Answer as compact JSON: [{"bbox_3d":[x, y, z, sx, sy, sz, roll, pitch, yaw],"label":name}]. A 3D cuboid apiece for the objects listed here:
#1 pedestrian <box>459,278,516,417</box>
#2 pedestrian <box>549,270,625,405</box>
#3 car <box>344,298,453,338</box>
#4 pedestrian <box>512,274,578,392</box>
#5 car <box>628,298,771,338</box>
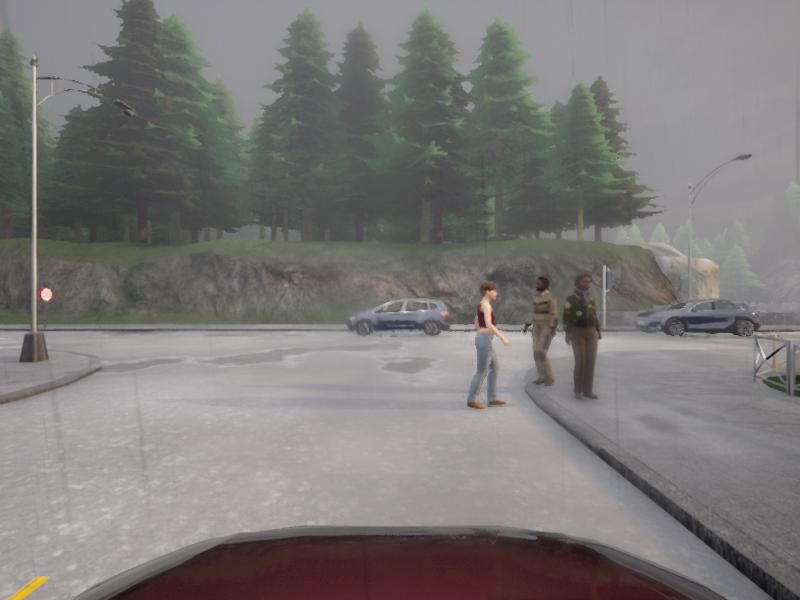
[{"bbox_3d":[1.249,0.637,5.800,0.751,1.860,0.751,0,0,10],"label":"pedestrian"},{"bbox_3d":[2.717,0.515,5.880,0.751,1.860,0.751,0,0,-3],"label":"pedestrian"},{"bbox_3d":[-0.062,0.755,18.117,4.611,1.667,2.242,0,0,1],"label":"car"},{"bbox_3d":[2.443,0.524,6.792,0.751,1.860,0.751,0,0,-25],"label":"pedestrian"},{"bbox_3d":[13.231,0.777,17.905,4.856,1.649,2.033,0,0,0],"label":"car"}]
